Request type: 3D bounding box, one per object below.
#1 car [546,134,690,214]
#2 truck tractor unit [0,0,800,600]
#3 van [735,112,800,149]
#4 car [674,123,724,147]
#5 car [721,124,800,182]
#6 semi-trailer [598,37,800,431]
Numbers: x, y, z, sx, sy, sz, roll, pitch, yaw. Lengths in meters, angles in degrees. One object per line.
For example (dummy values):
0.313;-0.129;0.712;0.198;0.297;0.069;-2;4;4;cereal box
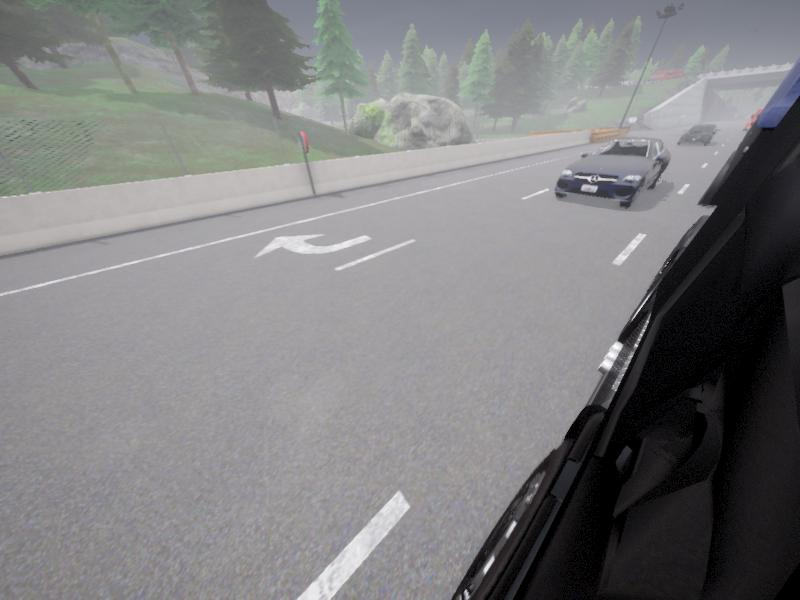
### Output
7.561;-4.588;7.984;5.027;1.651;2.152;-28;44;-30;car
2.645;-0.295;0.351;6.516;4.208;3.053;-28;44;-30;truck tractor unit
27.658;-12.744;17.324;4.480;2.038;2.069;-28;44;-30;van
26.057;-14.403;20.101;4.892;1.490;1.837;-28;44;-30;car
16.337;-6.536;10.048;4.856;1.649;2.033;-28;44;-30;car
8.719;-3.581;4.222;14.254;4.402;2.717;-28;43;-30;semi-trailer
